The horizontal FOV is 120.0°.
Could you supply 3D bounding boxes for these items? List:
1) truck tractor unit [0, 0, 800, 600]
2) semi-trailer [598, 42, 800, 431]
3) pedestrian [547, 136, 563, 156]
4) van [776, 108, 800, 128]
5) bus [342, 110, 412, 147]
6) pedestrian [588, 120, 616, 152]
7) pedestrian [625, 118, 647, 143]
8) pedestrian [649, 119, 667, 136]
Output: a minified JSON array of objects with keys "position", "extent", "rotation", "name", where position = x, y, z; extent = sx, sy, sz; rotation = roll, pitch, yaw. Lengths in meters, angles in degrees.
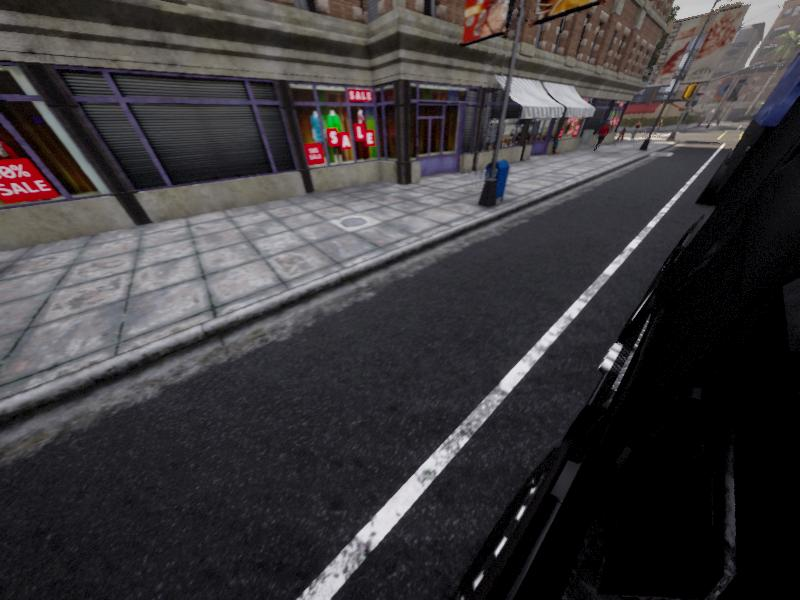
[{"position":[2.645,-0.295,0.351],"extent":[6.516,4.208,3.053],"rotation":[-28,44,-30],"name":"truck tractor unit"},{"position":[8.696,-3.593,4.250],"extent":[14.254,4.402,2.717],"rotation":[-28,44,-30],"name":"semi-trailer"},{"position":[10.927,-10.855,16.292],"extent":[0.500,1.100,0.500],"rotation":[-24,42,-26],"name":"pedestrian"},{"position":[64.009,-29.456,37.337],"extent":[6.366,2.431,2.351],"rotation":[-28,44,-30],"name":"van"},{"position":[-3.286,-27.102,36.437],"extent":[10.273,4.253,3.944],"rotation":[-28,44,-30],"name":"bus"},{"position":[14.983,-12.167,17.183],"extent":[0.751,1.860,0.751],"rotation":[-24,42,-26],"name":"pedestrian"},{"position":[23.035,-16.541,22.570],"extent":[0.751,1.860,0.751],"rotation":[-29,44,-31],"name":"pedestrian"},{"position":[34.591,-23.125,30.965],"extent":[0.751,1.860,0.751],"rotation":[-25,42,-27],"name":"pedestrian"}]
